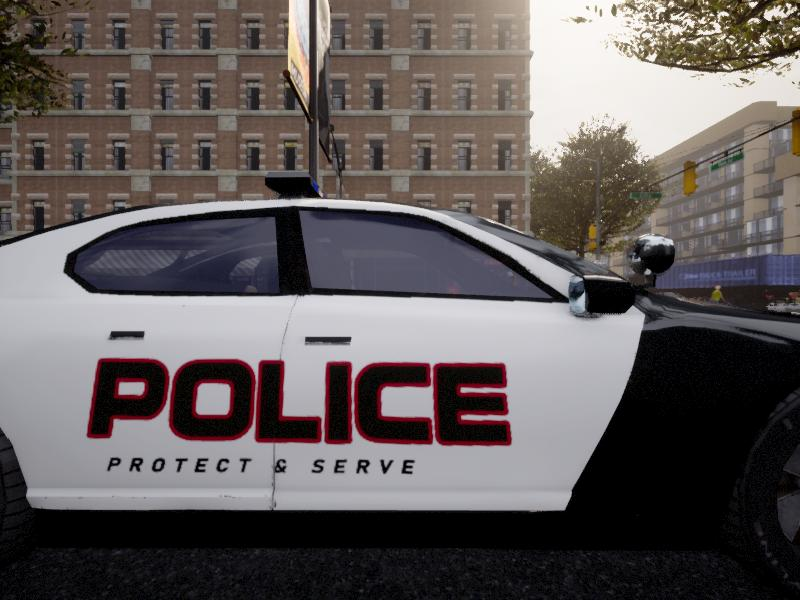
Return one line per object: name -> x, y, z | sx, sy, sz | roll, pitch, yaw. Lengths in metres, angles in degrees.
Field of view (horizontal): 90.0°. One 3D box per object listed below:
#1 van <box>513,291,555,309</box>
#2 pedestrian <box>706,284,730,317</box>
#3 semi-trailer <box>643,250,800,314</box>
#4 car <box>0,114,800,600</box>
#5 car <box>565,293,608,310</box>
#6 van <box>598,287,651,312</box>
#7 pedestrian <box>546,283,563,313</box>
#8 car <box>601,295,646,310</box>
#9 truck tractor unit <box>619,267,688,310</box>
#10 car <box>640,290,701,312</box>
van -> 15.893, -0.002, 47.523 | 4.442, 1.987, 1.775 | 0, 0, 38
pedestrian -> 17.957, 0.037, 22.620 | 0.751, 1.860, 0.751 | 0, 0, 4
semi-trailer -> 26.296, -1.220, 34.264 | 2.717, 4.402, 14.254 | 0, 0, 2
car -> -0.057, 0.226, 2.190 | 4.974, 1.542, 2.038 | 0, 0, 0
car -> 19.468, 0.180, 41.974 | 2.152, 1.651, 5.027 | 0, 0, 0
van -> 19.501, -0.029, 35.025 | 2.069, 2.038, 4.480 | 0, 0, 0
pedestrian -> 9.664, -0.115, 24.982 | 0.751, 1.860, 0.751 | 0, 0, -42
car -> 22.968, 0.244, 41.298 | 1.837, 1.490, 4.892 | 0, 0, 0
truck tractor unit -> 26.462, -1.124, 42.178 | 3.053, 4.208, 6.516 | 0, 0, 0
car -> 23.006, 0.094, 34.242 | 2.097, 1.767, 4.553 | 0, 0, 0
